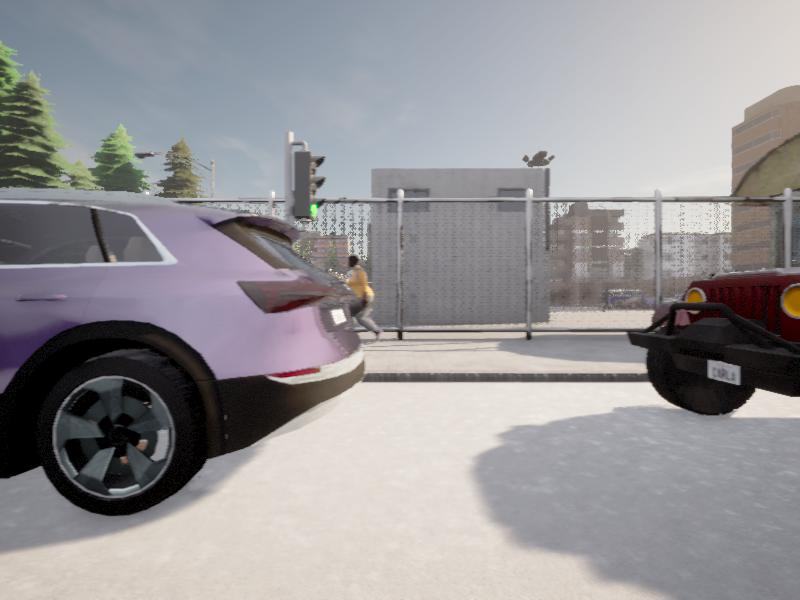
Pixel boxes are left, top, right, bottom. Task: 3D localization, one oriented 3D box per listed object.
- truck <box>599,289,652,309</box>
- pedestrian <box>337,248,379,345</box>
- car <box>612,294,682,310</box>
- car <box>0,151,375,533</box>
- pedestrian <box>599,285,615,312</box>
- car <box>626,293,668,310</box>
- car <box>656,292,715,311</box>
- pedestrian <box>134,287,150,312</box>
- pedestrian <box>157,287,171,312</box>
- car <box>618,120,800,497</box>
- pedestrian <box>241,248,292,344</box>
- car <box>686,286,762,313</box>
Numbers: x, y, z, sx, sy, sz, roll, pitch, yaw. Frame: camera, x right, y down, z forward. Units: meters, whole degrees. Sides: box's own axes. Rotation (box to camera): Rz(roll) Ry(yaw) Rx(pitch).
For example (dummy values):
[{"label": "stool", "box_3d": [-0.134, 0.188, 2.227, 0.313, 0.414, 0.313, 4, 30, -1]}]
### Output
[{"label": "truck", "box_3d": [23.721, -0.134, 42.169, 4.478, 2.038, 2.069, 0, 0, 1]}, {"label": "pedestrian", "box_3d": [-0.827, -0.073, 8.053, 0.751, 1.860, 0.751, 0, 0, 1]}, {"label": "car", "box_3d": [23.518, 0.178, 38.210, 5.357, 1.415, 2.033, 0, 0, 1]}, {"label": "car", "box_3d": [-2.671, 0.184, 2.769, 4.856, 1.649, 2.033, 0, 0, 1]}, {"label": "pedestrian", "box_3d": [14.722, -0.089, 28.472, 0.751, 1.860, 0.751, 0, 0, -13]}, {"label": "car", "box_3d": [23.356, 0.107, 37.985, 1.789, 1.547, 3.705, 0, 0, 1]}, {"label": "car", "box_3d": [23.885, 0.116, 33.527, 3.633, 1.501, 1.845, 0, 0, 1]}, {"label": "pedestrian", "box_3d": [-20.113, -0.034, 31.148, 0.751, 1.860, 0.751, 0, 0, 9]}, {"label": "pedestrian", "box_3d": [-18.317, -0.037, 31.055, 0.751, 1.860, 0.751, 0, 0, -7]}, {"label": "car", "box_3d": [3.930, 0.041, 2.714, 3.866, 1.878, 1.905, 0, 0, 0]}, {"label": "pedestrian", "box_3d": [-2.692, -0.070, 8.156, 0.751, 1.860, 0.751, 0, 0, 4]}, {"label": "car", "box_3d": [22.908, -0.052, 28.419, 3.866, 1.878, 1.905, 0, 0, 1]}]
